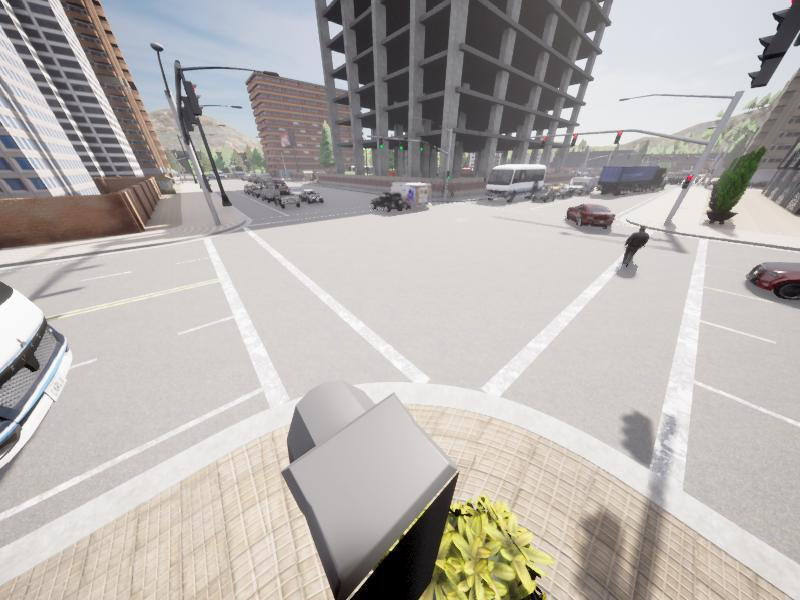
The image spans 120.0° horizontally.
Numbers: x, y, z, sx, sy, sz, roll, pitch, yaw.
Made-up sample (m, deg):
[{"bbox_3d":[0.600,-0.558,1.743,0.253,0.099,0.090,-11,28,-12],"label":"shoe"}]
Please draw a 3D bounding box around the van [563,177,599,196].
[{"bbox_3d":[29.749,-18.670,37.915,6.366,2.431,2.351,-23,37,-34],"label":"van"}]

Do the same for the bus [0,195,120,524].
[{"bbox_3d":[-9.885,1.753,0.719,10.273,4.253,3.944,-23,37,-34],"label":"bus"}]

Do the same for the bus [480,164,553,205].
[{"bbox_3d":[15.792,-15.784,31.093,10.273,4.253,3.944,-23,37,-34],"label":"bus"}]

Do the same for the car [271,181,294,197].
[{"bbox_3d":[-18.776,-17.815,36.971,1.905,1.878,3.866,-23,37,-34],"label":"car"}]

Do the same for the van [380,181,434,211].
[{"bbox_3d":[0.581,-11.935,26.251,2.351,2.431,6.366,-23,37,-34],"label":"van"}]

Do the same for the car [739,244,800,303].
[{"bbox_3d":[14.929,-0.467,7.447,1.994,1.385,4.181,-24,38,-35],"label":"car"}]

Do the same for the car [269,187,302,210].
[{"bbox_3d":[-13.065,-11.646,26.299,1.932,1.855,4.605,-21,36,-32],"label":"car"}]

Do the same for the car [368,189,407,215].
[{"bbox_3d":[-1.286,-10.104,23.615,1.905,1.878,3.866,-23,37,-34],"label":"car"}]

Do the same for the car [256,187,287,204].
[{"bbox_3d":[-17.016,-13.831,30.482,2.163,1.488,4.792,-23,37,-34],"label":"car"}]

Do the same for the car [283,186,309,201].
[{"bbox_3d":[-14.901,-15.280,33.028,1.812,1.442,4.674,-22,37,-34],"label":"car"}]

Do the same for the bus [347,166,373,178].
[{"bbox_3d":[-16.947,-54.637,98.379,10.273,4.253,3.944,-23,37,-34],"label":"bus"}]

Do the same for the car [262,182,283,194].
[{"bbox_3d":[-22.848,-20.105,41.335,1.837,1.490,4.892,-22,37,-33],"label":"car"}]

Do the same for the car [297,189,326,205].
[{"bbox_3d":[-11.249,-13.098,29.215,1.970,1.475,3.806,-22,37,-33],"label":"car"}]

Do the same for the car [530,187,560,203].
[{"bbox_3d":[19.024,-13.768,30.300,3.705,1.549,1.789,-23,37,-34],"label":"car"}]

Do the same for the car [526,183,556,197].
[{"bbox_3d":[22.490,-17.570,36.767,4.611,1.667,2.242,-23,37,-34],"label":"car"}]

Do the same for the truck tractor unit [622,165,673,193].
[{"bbox_3d":[44.624,-21.888,41.733,6.516,4.208,3.053,-14,33,-23],"label":"truck tractor unit"}]

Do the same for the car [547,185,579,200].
[{"bbox_3d":[23.938,-15.821,33.898,4.902,1.511,2.128,-23,37,-34],"label":"car"}]

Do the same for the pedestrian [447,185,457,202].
[{"bbox_3d":[6.619,-13.455,29.262,0.751,1.860,0.751,-25,38,-36],"label":"pedestrian"}]

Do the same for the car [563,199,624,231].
[{"bbox_3d":[15.016,-6.865,18.359,1.882,1.535,5.008,8,31,15],"label":"car"}]

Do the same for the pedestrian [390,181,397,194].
[{"bbox_3d":[-1.028,-18.416,37.694,0.751,1.860,0.751,-21,36,-32],"label":"pedestrian"}]

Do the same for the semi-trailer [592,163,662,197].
[{"bbox_3d":[37.735,-20.035,38.286,14.254,4.402,2.717,-16,34,-26],"label":"semi-trailer"}]

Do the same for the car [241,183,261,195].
[{"bbox_3d":[-25.067,-18.693,38.909,1.816,1.474,4.193,-22,37,-34],"label":"car"}]

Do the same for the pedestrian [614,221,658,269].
[{"bbox_3d":[10.485,-2.453,10.346,0.751,1.860,0.751,22,36,33],"label":"pedestrian"}]

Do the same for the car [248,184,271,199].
[{"bbox_3d":[-21.131,-16.369,34.750,1.851,1.617,3.988,-22,37,-34],"label":"car"}]

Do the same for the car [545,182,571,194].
[{"bbox_3d":[27.903,-19.813,40.743,5.366,1.575,1.801,-23,37,-34],"label":"car"}]
